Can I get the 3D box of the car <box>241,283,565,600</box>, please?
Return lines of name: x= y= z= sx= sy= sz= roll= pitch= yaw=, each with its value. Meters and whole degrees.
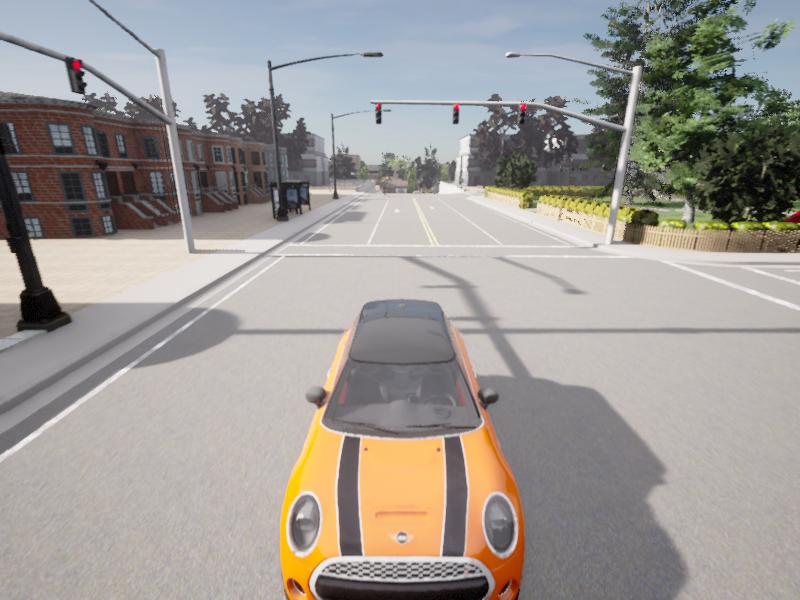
car: x=0.024 y=1.239 z=5.021 sx=2.097 sy=1.767 sz=4.553 roll=0 pitch=18 yaw=0

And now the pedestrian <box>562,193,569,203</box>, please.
pedestrian: x=19.387 y=-11.909 z=46.853 sx=0.500 sy=1.100 sz=0.500 roll=12 pitch=21 yaw=32

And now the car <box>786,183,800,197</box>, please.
car: x=64.948 y=-17.190 z=62.739 sx=5.566 sy=2.045 sz=2.150 roll=5 pitch=18 yaw=15

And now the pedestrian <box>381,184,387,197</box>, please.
pedestrian: x=-2.357 y=-16.298 z=59.641 sx=0.751 sy=1.860 sz=0.751 roll=2 pitch=18 yaw=4

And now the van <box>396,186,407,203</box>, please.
van: x=0.292 y=-22.448 z=85.374 sx=2.351 sy=2.431 sz=6.366 roll=0 pitch=7 yaw=0
